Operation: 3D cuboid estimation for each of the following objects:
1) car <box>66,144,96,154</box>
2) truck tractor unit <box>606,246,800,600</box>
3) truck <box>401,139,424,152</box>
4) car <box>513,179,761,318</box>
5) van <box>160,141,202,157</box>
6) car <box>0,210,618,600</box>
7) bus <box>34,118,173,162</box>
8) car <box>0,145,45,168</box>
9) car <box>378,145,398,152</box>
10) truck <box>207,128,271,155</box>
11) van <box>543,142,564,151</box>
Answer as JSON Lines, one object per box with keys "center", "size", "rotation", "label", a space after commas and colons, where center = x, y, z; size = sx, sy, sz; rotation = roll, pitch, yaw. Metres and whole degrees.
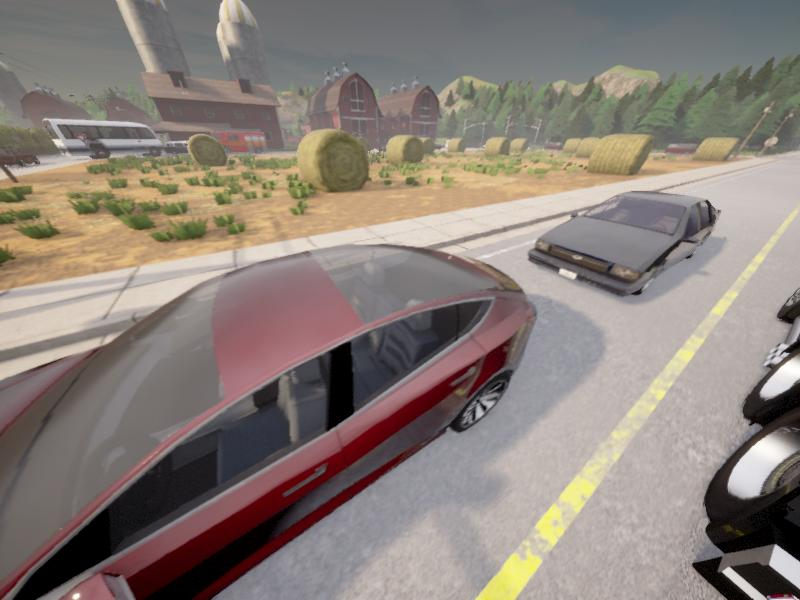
{"center": [-61.058, -29.057, 44.317], "size": [2.038, 1.542, 4.974], "rotation": [-22, 41, -29], "label": "car"}
{"center": [5.077, -0.333, 0.831], "size": [6.516, 4.208, 3.053], "rotation": [-19, 39, -26], "label": "truck tractor unit"}
{"center": [3.189, -38.656, 57.743], "size": [5.204, 2.467, 2.627], "rotation": [-22, 41, -29], "label": "truck"}
{"center": [5.306, -1.584, 5.131], "size": [5.357, 1.411, 2.033], "rotation": [-19, 39, -26], "label": "car"}
{"center": [-36.028, -25.017, 38.153], "size": [4.480, 2.038, 2.069], "rotation": [-22, 40, -29], "label": "van"}
{"center": [-0.953, 0.577, 1.890], "size": [4.792, 1.488, 2.163], "rotation": [-19, 39, -26], "label": "car"}
{"center": [-39.484, -21.934, 31.743], "size": [3.944, 4.253, 10.273], "rotation": [16, 38, 22], "label": "bus"}
{"center": [-38.688, -14.308, 22.928], "size": [2.097, 1.767, 4.553], "rotation": [-22, 40, -28], "label": "car"}
{"center": [-2.791, -35.783, 54.490], "size": [4.181, 1.385, 1.994], "rotation": [-22, 41, -28], "label": "car"}
{"center": [-28.923, -28.632, 41.859], "size": [8.468, 3.827, 2.891], "rotation": [-22, 40, -29], "label": "truck"}
{"center": [43.621, -43.700, 65.775], "size": [1.775, 1.987, 4.442], "rotation": [-21, 40, -28], "label": "van"}
